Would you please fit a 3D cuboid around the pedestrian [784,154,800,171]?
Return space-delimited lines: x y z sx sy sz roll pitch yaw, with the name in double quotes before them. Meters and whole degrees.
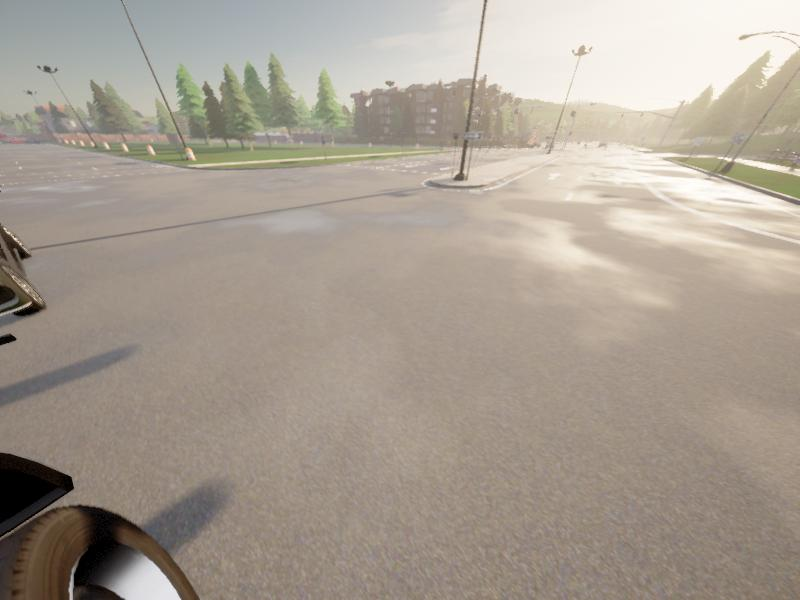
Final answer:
"pedestrian" 32.524 -11.281 18.947 0.500 1.100 0.500 25 42 31

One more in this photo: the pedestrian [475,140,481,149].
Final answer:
"pedestrian" 18.057 -36.140 53.675 0.751 1.860 0.751 22 41 28

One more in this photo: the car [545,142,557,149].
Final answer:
"car" 38.992 -39.942 59.615 1.837 1.490 4.892 22 41 28

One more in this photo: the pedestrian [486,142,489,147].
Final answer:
"pedestrian" 24.376 -43.416 64.450 0.500 1.100 0.500 24 41 29

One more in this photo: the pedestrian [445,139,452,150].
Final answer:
"pedestrian" 9.473 -30.274 45.012 0.751 1.860 0.751 25 42 31

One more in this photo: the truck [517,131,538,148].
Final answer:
"truck" 36.351 -45.784 65.855 2.891 3.827 8.468 22 41 28

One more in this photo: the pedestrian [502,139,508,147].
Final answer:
"pedestrian" 28.039 -41.906 61.657 0.751 1.860 0.751 20 39 25

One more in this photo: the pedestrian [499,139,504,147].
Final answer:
"pedestrian" 27.299 -42.117 61.954 0.751 1.860 0.751 18 39 23

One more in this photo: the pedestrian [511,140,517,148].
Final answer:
"pedestrian" 30.232 -41.396 61.244 0.751 1.860 0.751 23 41 28

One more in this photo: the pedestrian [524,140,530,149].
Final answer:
"pedestrian" 32.565 -39.891 59.131 0.751 1.860 0.751 19 39 24

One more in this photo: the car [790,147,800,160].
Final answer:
"car" 60.563 -20.684 32.641 5.027 1.651 2.152 22 41 28

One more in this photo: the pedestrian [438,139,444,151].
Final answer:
"pedestrian" 7.679 -28.955 43.125 0.751 1.860 0.751 25 42 31

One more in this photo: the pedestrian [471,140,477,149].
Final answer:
"pedestrian" 17.008 -35.928 53.369 0.751 1.860 0.751 24 42 30

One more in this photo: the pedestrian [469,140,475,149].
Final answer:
"pedestrian" 16.921 -36.515 54.198 0.751 1.860 0.751 27 43 32

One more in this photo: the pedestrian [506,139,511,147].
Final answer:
"pedestrian" 28.793 -41.613 61.287 0.751 1.860 0.751 24 42 30

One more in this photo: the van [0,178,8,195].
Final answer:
"van" -20.386 -5.998 10.507 4.442 1.987 1.775 22 41 28

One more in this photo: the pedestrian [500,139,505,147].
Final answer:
"pedestrian" 27.662 -42.393 62.349 0.751 1.860 0.751 18 39 23

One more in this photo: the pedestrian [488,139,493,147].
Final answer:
"pedestrian" 24.164 -41.884 61.616 0.751 1.860 0.751 22 41 28

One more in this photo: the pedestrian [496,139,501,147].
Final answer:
"pedestrian" 26.983 -43.015 63.246 0.751 1.860 0.751 23 41 29

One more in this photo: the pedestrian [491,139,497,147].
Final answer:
"pedestrian" 25.006 -41.890 61.631 0.751 1.860 0.751 28 44 34

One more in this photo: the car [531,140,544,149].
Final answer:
"car" 36.774 -41.794 61.903 1.905 1.878 3.866 22 41 28

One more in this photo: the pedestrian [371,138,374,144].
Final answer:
"pedestrian" -10.060 -58.133 84.346 0.751 1.860 0.751 23 41 28

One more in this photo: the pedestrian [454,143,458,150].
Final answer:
"pedestrian" 11.722 -31.897 47.995 0.500 1.100 0.500 25 42 31

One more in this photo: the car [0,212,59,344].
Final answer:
"car" -7.686 -0.663 3.368 5.027 1.651 2.152 22 41 28
